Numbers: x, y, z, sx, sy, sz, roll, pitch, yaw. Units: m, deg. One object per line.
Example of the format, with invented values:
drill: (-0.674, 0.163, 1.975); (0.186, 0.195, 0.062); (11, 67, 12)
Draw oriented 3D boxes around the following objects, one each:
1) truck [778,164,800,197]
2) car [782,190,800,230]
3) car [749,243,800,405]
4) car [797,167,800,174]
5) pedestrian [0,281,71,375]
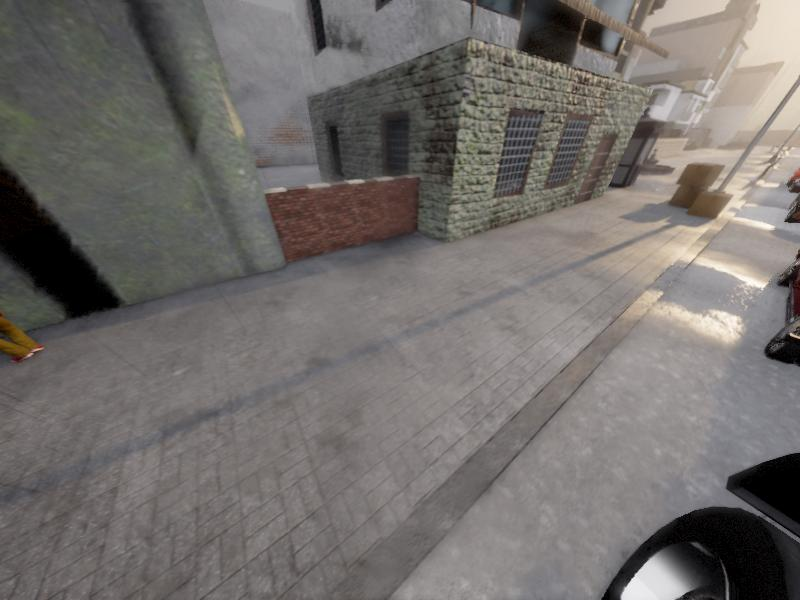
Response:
truck: (20.389, -6.144, 10.310); (5.204, 2.467, 2.627); (-22, 41, -28)
car: (13.784, -3.013, 6.878); (4.181, 1.385, 1.994); (-23, 41, -28)
car: (6.372, 0.046, 2.677); (4.718, 1.301, 1.895); (-22, 41, -28)
car: (30.424, -9.987, 16.176); (3.866, 1.878, 1.905); (-22, 41, -28)
pedestrian: (-4.502, 0.207, 2.476); (0.500, 1.100, 0.500); (6, 36, 9)
